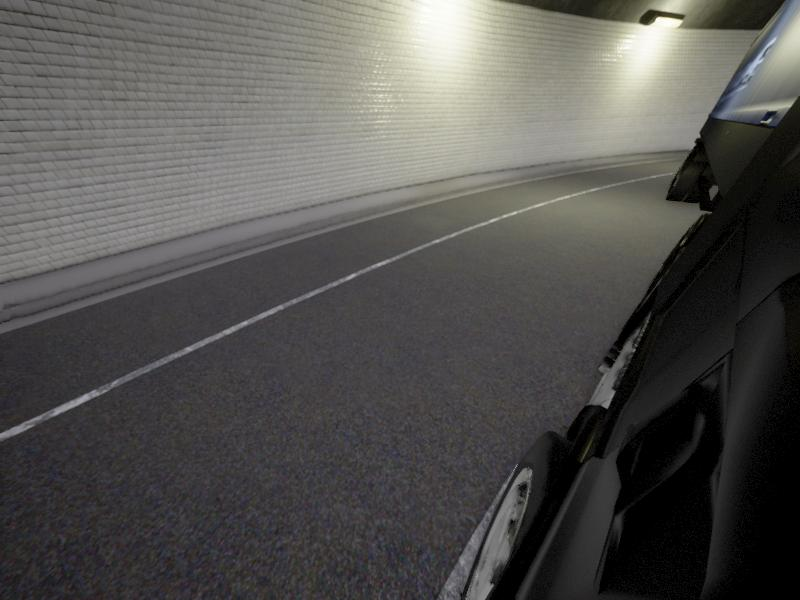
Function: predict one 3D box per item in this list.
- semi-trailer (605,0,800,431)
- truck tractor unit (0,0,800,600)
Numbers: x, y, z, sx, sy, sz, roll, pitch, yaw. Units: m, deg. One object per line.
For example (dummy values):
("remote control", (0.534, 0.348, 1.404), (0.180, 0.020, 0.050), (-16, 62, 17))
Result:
("semi-trailer", (8.321, -3.851, 4.550), (2.717, 4.402, 14.254), (29, 48, 35))
("truck tractor unit", (2.645, -0.295, 0.351), (6.516, 4.208, 3.053), (-28, 44, -30))
